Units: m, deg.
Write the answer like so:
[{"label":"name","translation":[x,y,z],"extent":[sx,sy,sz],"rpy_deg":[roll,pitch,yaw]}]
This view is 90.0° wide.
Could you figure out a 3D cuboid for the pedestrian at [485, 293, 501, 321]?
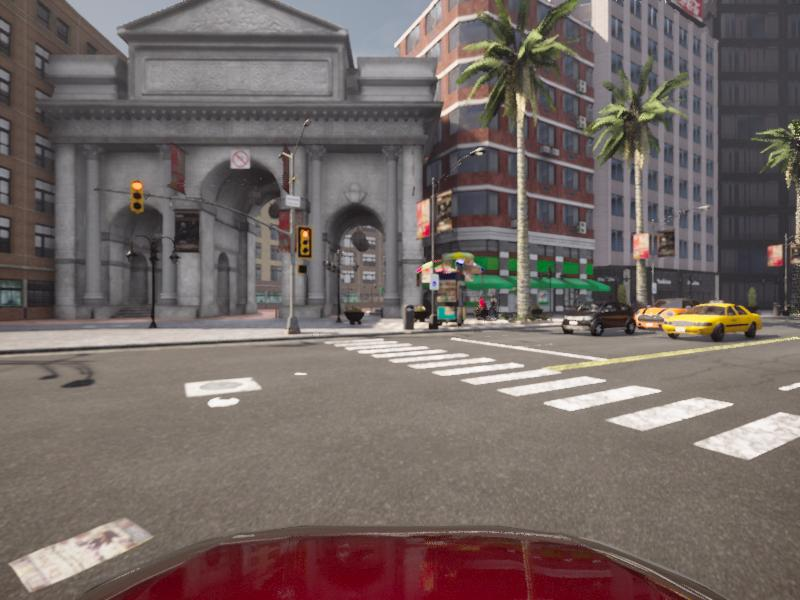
[{"label":"pedestrian","translation":[6.350,0.496,27.247],"extent":[0.751,1.860,0.751],"rpy_deg":[0,0,-31]}]

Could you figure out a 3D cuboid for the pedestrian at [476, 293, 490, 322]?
[{"label":"pedestrian","translation":[5.554,0.495,26.900],"extent":[0.751,1.860,0.751],"rpy_deg":[0,0,-2]}]

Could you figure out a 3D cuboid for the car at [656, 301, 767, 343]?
[{"label":"car","translation":[13.218,0.811,16.877],"extent":[5.366,1.575,1.801],"rpy_deg":[0,0,-30]}]

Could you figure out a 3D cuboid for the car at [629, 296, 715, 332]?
[{"label":"car","translation":[14.878,0.706,21.869],"extent":[4.553,1.767,2.097],"rpy_deg":[0,0,-30]}]

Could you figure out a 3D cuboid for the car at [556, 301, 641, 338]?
[{"label":"car","translation":[9.299,0.824,18.694],"extent":[3.705,1.549,1.789],"rpy_deg":[0,0,-30]}]
